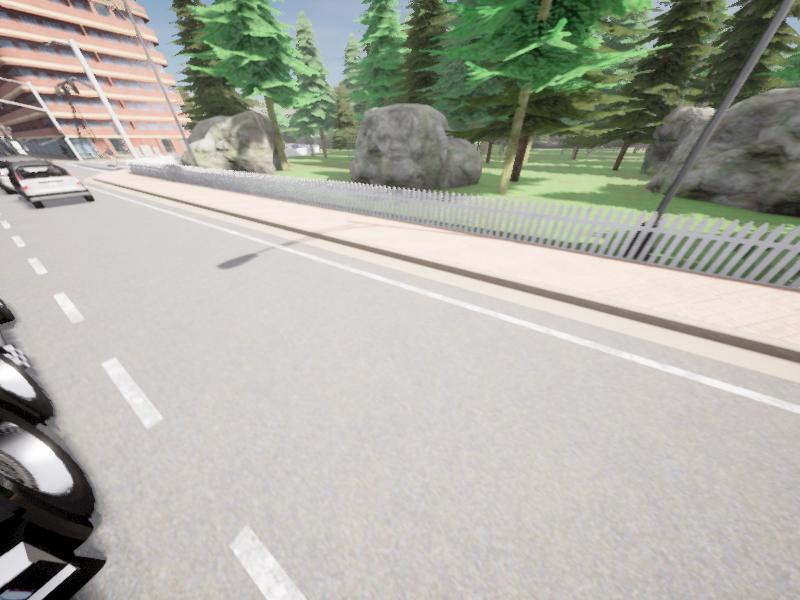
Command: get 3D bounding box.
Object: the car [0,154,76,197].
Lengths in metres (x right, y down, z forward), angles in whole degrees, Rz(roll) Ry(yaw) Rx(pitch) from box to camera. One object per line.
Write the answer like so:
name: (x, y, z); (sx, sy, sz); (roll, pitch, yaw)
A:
car: (-21.190, -7.173, 13.039); (4.611, 1.667, 2.242); (19, 39, 26)

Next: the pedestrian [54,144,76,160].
pedestrian: (-46.123, -20.445, 31.860); (0.751, 1.860, 0.751); (12, 37, 17)

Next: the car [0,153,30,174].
car: (-36.425, -11.635, 19.698); (4.892, 1.490, 1.837); (-10, 36, -15)

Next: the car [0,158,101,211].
car: (-15.876, -5.287, 10.338); (3.988, 1.617, 1.851); (19, 39, 26)

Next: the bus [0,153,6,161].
bus: (-62.543, -22.484, 33.148); (10.273, 4.253, 3.944); (19, 39, 26)

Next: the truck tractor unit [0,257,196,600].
truck tractor unit: (-5.102, -0.309, 0.797); (6.516, 4.208, 3.053); (19, 39, 25)
